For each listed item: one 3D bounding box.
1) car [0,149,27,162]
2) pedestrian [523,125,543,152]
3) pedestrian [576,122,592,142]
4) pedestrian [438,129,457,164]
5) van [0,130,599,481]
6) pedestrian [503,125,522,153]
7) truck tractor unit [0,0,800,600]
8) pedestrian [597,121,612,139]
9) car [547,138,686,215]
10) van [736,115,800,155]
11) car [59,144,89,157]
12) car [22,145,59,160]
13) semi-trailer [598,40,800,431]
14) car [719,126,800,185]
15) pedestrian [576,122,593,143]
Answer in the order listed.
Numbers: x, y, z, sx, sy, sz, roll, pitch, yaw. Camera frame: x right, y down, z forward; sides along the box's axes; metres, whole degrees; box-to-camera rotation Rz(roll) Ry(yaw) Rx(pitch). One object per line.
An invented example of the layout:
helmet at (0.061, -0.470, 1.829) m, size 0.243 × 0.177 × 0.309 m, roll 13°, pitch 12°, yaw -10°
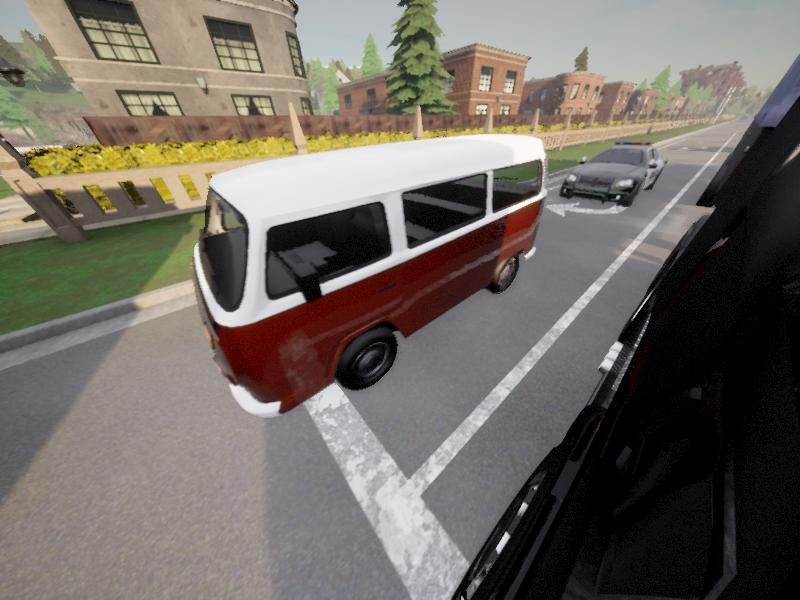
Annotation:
car at (-64.179, -23.729, 37.891) m, size 1.816 × 1.474 × 4.193 m, roll -27°, pitch 43°, yaw -30°
pedestrian at (11.263, -13.656, 19.541) m, size 0.751 × 1.860 × 0.751 m, roll -28°, pitch 44°, yaw -30°
pedestrian at (22.143, -20.232, 27.807) m, size 0.751 × 1.860 × 0.751 m, roll -30°, pitch 45°, yaw -32°
pedestrian at (3.111, -10.163, 15.282) m, size 0.751 × 1.860 × 0.751 m, roll -28°, pitch 44°, yaw -31°
van at (0.068, -0.781, 2.943) m, size 4.480 × 2.038 × 2.069 m, roll -28°, pitch 44°, yaw -30°
pedestrian at (9.535, -13.623, 19.593) m, size 0.751 × 1.860 × 0.751 m, roll -28°, pitch 44°, yaw -31°
truck tractor unit at (2.645, -0.295, 0.351) m, size 6.516 × 4.208 × 3.053 m, roll -28°, pitch 44°, yaw -30°
pedestrian at (26.647, -22.123, 30.108) m, size 0.751 × 1.860 × 0.751 m, roll -28°, pitch 44°, yaw -31°
car at (7.512, -4.490, 7.963) m, size 4.974 × 1.542 × 2.038 m, roll -28°, pitch 44°, yaw -30°
van at (25.359, -11.347, 15.841) m, size 4.442 × 1.987 × 1.775 m, roll -28°, pitch 44°, yaw -30°
car at (-60.475, -27.863, 42.937) m, size 1.905 × 1.878 × 3.866 m, roll -27°, pitch 43°, yaw -29°
car at (-61.726, -25.452, 39.751) m, size 1.932 × 1.855 × 4.605 m, roll -27°, pitch 43°, yaw -30°
semi-trailer at (8.706, -3.581, 4.246) m, size 14.254 × 4.402 × 2.717 m, roll -28°, pitch 44°, yaw -30°
car at (16.170, -6.358, 9.932) m, size 5.027 × 1.651 × 2.152 m, roll -28°, pitch 43°, yaw -30°
pedestrian at (21.088, -19.182, 26.450) m, size 0.751 × 1.860 × 0.751 m, roll -27°, pitch 43°, yaw -29°
